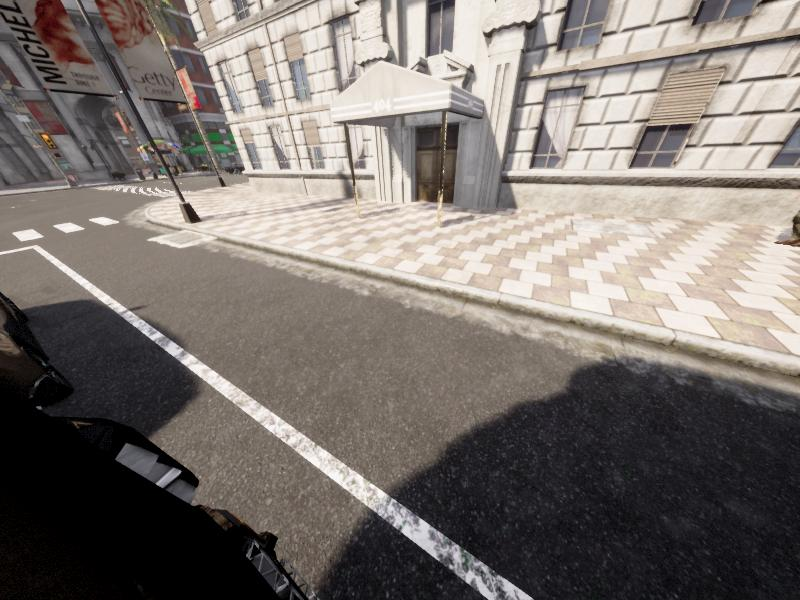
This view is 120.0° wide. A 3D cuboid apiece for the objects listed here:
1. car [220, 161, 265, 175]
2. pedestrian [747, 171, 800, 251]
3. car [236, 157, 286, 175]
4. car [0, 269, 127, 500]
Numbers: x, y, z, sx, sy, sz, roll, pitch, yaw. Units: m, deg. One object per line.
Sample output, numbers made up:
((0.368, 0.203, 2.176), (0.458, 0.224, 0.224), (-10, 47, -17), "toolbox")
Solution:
((-21.807, -18.456, 32.250), (1.895, 1.301, 4.718), (16, 38, 27), "car")
((7.836, -1.910, 4.216), (0.751, 1.860, 0.751), (18, 39, 28), "pedestrian")
((-18.481, -18.038, 31.052), (1.930, 1.638, 5.238), (16, 38, 26), "car")
((-5.465, 0.514, 2.227), (4.902, 1.511, 2.128), (15, 38, 25), "car")
